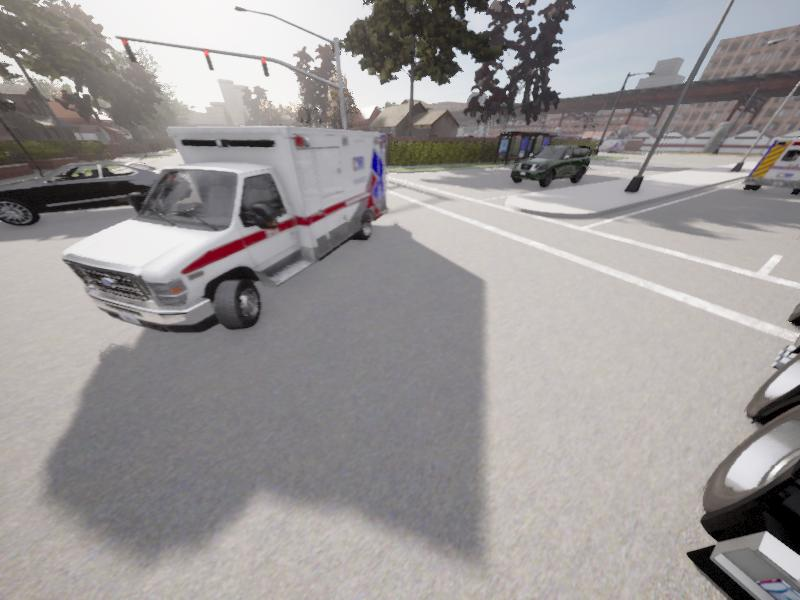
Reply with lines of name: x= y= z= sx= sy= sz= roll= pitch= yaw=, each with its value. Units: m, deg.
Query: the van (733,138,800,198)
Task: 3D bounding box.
van: x=21.968 y=-7.387 z=12.686 sx=6.366 sy=2.431 sz=2.351 roll=-18 pitch=39 yaw=-24

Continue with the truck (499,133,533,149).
truck: x=35.195 y=-48.672 z=70.564 sx=2.891 sy=3.827 sz=8.468 roll=-18 pitch=40 yaw=-24

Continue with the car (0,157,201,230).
car: x=-10.679 y=-3.982 z=8.214 sx=5.027 sy=1.651 sz=2.152 roll=-18 pitch=39 yaw=-24

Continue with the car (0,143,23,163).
car: x=-37.460 y=-12.893 z=20.319 sx=3.806 sy=1.475 sz=1.970 roll=-18 pitch=39 yaw=-24

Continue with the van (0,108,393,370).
van: x=-2.306 y=-2.094 z=4.868 sx=2.351 sy=2.431 sz=6.366 roll=10 pitch=36 yaw=14

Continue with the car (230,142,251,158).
car: x=-23.814 y=-22.433 z=34.396 sx=1.932 sy=1.855 sz=4.605 roll=-18 pitch=39 yaw=-25

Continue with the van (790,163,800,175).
van: x=36.727 y=-12.251 z=19.709 sx=5.915 sy=2.561 sz=1.988 roll=-18 pitch=39 yaw=-24

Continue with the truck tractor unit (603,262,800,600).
truck tractor unit: x=5.107 y=-0.305 z=0.787 sx=6.516 sy=4.208 sz=3.053 roll=-18 pitch=39 yaw=-24

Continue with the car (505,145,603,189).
car: x=9.594 y=-8.471 z=14.470 sx=5.566 sy=2.045 sz=2.150 roll=-18 pitch=39 yaw=-24

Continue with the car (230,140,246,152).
car: x=-33.792 y=-32.207 z=48.208 sx=2.150 sy=2.045 sz=5.566 roll=-18 pitch=39 yaw=-25

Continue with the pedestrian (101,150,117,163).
pedestrian: x=-29.818 y=-14.756 z=23.694 sx=0.500 sy=1.100 sz=0.500 roll=-17 pitch=39 yaw=-24

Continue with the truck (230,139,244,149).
truck: x=-42.554 y=-40.781 z=60.342 sx=2.390 sy=2.098 sz=6.274 roll=-18 pitch=39 yaw=-25

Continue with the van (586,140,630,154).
van: x=45.422 y=-33.697 z=50.694 sx=2.351 sy=2.431 sz=6.366 roll=-18 pitch=39 yaw=-24
